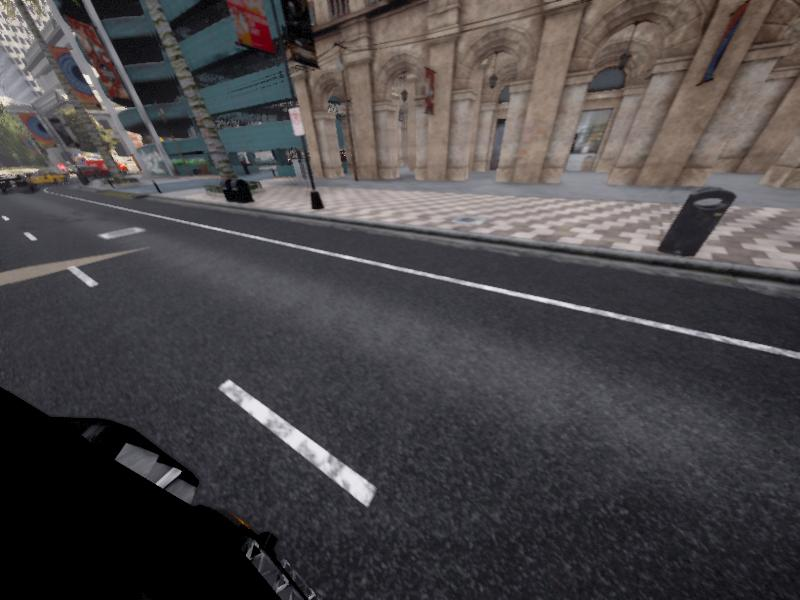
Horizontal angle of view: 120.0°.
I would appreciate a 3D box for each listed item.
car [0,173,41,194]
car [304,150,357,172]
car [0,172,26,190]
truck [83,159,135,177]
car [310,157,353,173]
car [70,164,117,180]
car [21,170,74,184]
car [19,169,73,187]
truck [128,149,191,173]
[{"bbox_3d":[-39.343,-12.032,23.681,4.902,1.511,2.128,23,41,33],"label":"car"},{"bbox_3d":[-8.235,-16.454,27.360,5.566,2.045,2.435,16,38,26],"label":"car"},{"bbox_3d":[-47.338,-13.850,26.993,2.038,1.542,4.974,-24,39,-29],"label":"car"},{"bbox_3d":[-54.512,-24.908,43.449,2.627,2.467,5.204,-3,33,0],"label":"truck"},{"bbox_3d":[-8.169,-16.113,27.550,4.514,1.523,2.007,16,38,26],"label":"car"},{"bbox_3d":[-49.907,-21.037,37.859,2.097,1.767,4.553,-10,34,-11],"label":"car"},{"bbox_3d":[-52.115,-18.327,34.349,1.895,1.301,4.718,-13,35,-15],"label":"car"},{"bbox_3d":[-45.699,-15.942,30.012,1.801,1.575,5.366,-21,38,-26],"label":"car"},{"bbox_3d":[-50.629,-29.674,49.183,2.891,3.827,8.468,5,34,12],"label":"truck"}]
